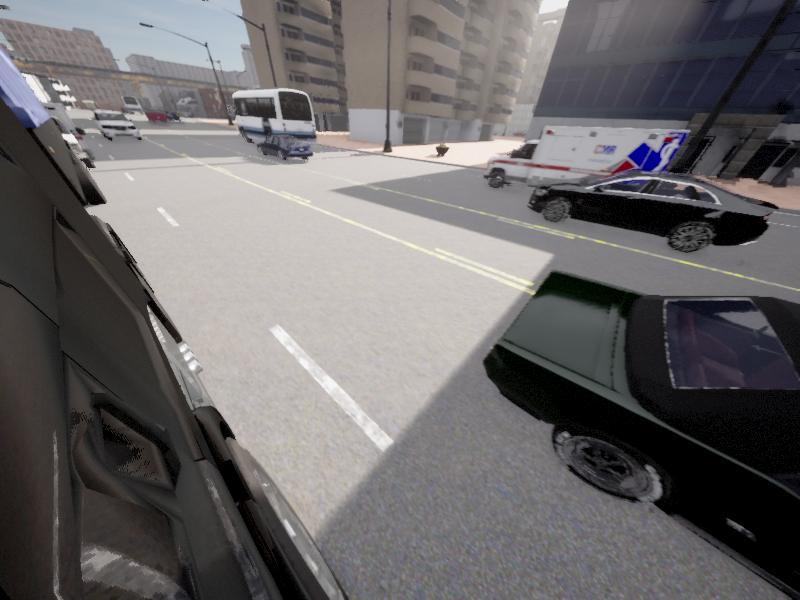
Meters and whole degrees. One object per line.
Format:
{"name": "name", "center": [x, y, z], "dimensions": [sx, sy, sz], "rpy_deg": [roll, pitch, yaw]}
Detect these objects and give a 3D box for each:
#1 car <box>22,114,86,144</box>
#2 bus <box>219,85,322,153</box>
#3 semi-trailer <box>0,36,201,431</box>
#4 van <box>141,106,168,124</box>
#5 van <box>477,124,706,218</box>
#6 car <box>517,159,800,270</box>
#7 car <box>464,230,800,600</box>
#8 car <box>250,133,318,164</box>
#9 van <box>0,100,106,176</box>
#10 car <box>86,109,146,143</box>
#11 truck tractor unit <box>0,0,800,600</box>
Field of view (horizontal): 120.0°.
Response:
{"name": "car", "center": [-27.002, -13.434, 18.124], "dimensions": [4.902, 1.511, 2.128], "rpy_deg": [31, 45, 30]}
{"name": "bus", "center": [-12.464, -17.350, 22.256], "dimensions": [10.273, 4.253, 3.944], "rpy_deg": [30, 45, 30]}
{"name": "semi-trailer", "center": [-8.661, -3.627, 4.268], "dimensions": [14.254, 4.402, 2.717], "rpy_deg": [29, 44, 30]}
{"name": "van", "center": [-40.268, -30.353, 37.906], "dimensions": [4.442, 1.987, 1.775], "rpy_deg": [31, 45, 30]}
{"name": "van", "center": [6.920, -5.614, 9.559], "dimensions": [6.366, 2.431, 2.351], "rpy_deg": [29, 44, 31]}
{"name": "car", "center": [6.375, -2.736, 6.440], "dimensions": [4.902, 1.511, 2.128], "rpy_deg": [29, 44, 31]}
{"name": "car", "center": [3.052, 1.096, 1.289], "dimensions": [4.718, 1.301, 1.895], "rpy_deg": [29, 44, 31]}
{"name": "car", "center": [-8.433, -11.086, 16.726], "dimensions": [5.357, 1.411, 2.033], "rpy_deg": [30, 45, 31]}
{"name": "van", "center": [-16.992, -7.931, 11.073], "dimensions": [6.366, 2.431, 2.351], "rpy_deg": [30, 45, 31]}
{"name": "car", "center": [-25.198, -15.458, 20.463], "dimensions": [5.566, 2.045, 2.150], "rpy_deg": [30, 45, 30]}
{"name": "truck tractor unit", "center": [-2.645, -0.295, 0.352], "dimensions": [6.516, 4.208, 3.053], "rpy_deg": [28, 44, 30]}
